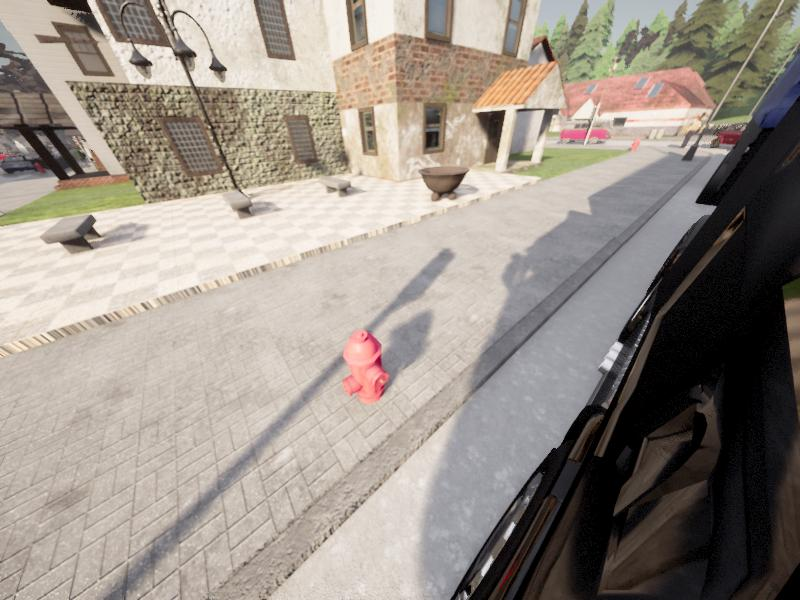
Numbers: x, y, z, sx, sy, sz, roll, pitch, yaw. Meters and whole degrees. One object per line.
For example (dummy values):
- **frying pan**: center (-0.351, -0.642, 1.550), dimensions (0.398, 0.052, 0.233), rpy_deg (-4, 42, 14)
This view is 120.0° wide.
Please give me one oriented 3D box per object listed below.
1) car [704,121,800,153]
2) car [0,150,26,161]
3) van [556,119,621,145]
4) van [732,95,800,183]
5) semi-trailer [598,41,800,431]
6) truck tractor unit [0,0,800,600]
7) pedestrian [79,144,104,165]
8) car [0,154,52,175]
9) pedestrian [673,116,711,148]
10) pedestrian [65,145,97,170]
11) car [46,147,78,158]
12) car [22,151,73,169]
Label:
- **car**: center (23.365, -10.854, 15.353), dimensions (1.789, 1.549, 3.705), rpy_deg (7, 38, 12)
- **car**: center (-73.033, -26.392, 42.254), dimensions (4.514, 1.525, 2.007), rpy_deg (-28, 44, -30)
- **van**: center (19.146, -17.175, 23.696), dimensions (1.775, 1.987, 4.442), rpy_deg (-28, 44, -30)
- **van**: center (16.583, -6.773, 9.522), dimensions (5.915, 2.561, 1.988), rpy_deg (-26, 43, -28)
- **semi-trailer**: center (8.679, -3.622, 4.240), dimensions (14.254, 4.402, 2.717), rpy_deg (-28, 44, -30)
- **truck tractor unit**: center (2.645, -0.295, 0.351), dimensions (6.516, 4.208, 3.053), rpy_deg (-28, 44, -30)
- **pedestrian**: center (-34.233, -16.193, 25.676), dimensions (0.751, 1.860, 0.751), rpy_deg (-24, 42, -26)
- **car**: center (-37.339, -13.535, 22.949), dimensions (1.994, 1.385, 4.181), rpy_deg (-28, 44, -30)
- **pedestrian**: center (21.062, -12.117, 16.717), dimensions (0.751, 1.860, 0.751), rpy_deg (9, 39, 16)
- **pedestrian**: center (-29.117, -13.028, 21.125), dimensions (0.751, 1.860, 0.751), rpy_deg (-27, 43, -29)
- **car**: center (-63.863, -27.851, 43.655), dimensions (4.792, 1.488, 2.163), rpy_deg (16, 41, 23)
- **car**: center (-42.368, -17.030, 27.915), dimensions (2.033, 1.411, 5.357), rpy_deg (-28, 44, -30)
